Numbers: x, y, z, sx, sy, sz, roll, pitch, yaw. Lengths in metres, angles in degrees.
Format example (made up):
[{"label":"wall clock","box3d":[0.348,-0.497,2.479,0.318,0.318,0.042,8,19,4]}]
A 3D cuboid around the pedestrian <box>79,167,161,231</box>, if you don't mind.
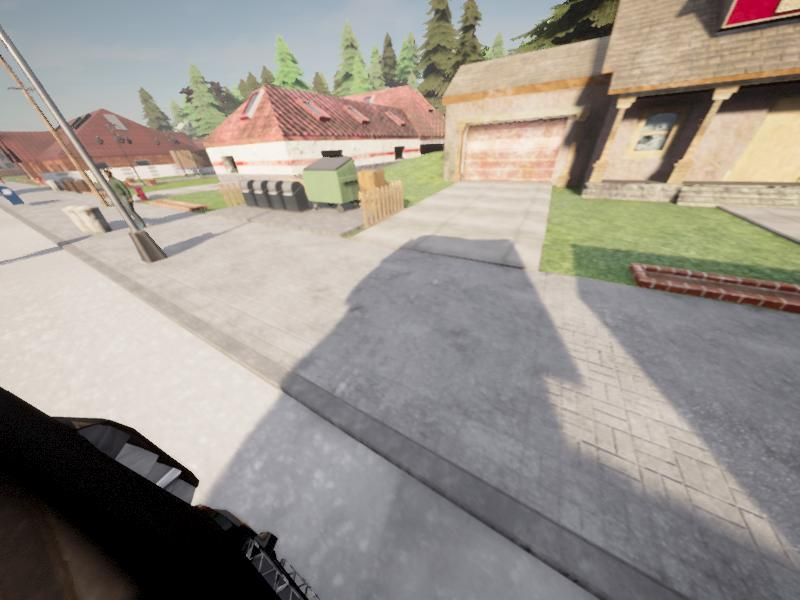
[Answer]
[{"label":"pedestrian","box3d":[-9.371,-3.395,7.833,0.751,1.860,0.751,7,35,14]}]
